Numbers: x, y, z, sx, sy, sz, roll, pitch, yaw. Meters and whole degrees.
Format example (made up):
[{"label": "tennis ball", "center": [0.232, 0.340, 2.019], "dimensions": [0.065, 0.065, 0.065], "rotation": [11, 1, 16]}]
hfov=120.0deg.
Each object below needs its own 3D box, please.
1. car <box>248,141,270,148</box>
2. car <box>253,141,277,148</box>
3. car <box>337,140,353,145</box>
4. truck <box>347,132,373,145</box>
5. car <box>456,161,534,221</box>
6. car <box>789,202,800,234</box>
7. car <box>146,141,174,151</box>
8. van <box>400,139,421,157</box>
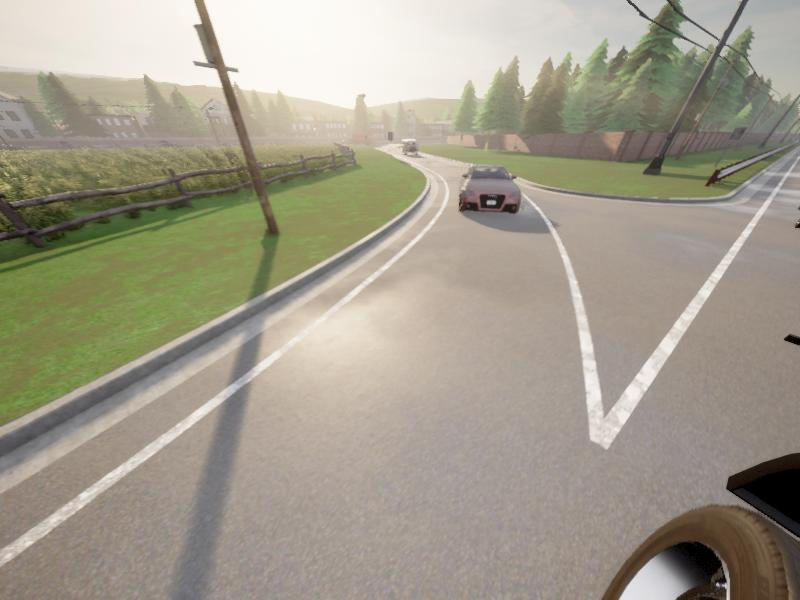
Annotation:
[{"label": "car", "center": [-41.339, -45.777, 67.857], "dimensions": [5.008, 1.535, 1.882], "rotation": [-22, 40, -27]}, {"label": "car", "center": [-38.539, -44.445, 65.938], "dimensions": [5.366, 1.575, 1.801], "rotation": [-22, 40, -27]}, {"label": "car", "center": [-19.796, -56.692, 83.219], "dimensions": [4.902, 1.511, 2.128], "rotation": [-22, 40, -27]}, {"label": "truck", "center": [-14.029, -57.498, 82.238], "dimensions": [8.468, 3.827, 2.891], "rotation": [-22, 40, -27]}, {"label": "car", "center": [3.318, -4.434, 8.978], "dimensions": [1.994, 1.385, 4.181], "rotation": [6, 36, 9]}, {"label": "car", "center": [13.705, -2.910, 6.503], "dimensions": [5.027, 1.651, 2.152], "rotation": [-22, 40, -28]}, {"label": "car", "center": [-55.132, -35.599, 53.261], "dimensions": [3.866, 1.878, 1.905], "rotation": [-22, 40, -27]}, {"label": "van", "center": [1.355, -21.527, 32.647], "dimensions": [2.069, 2.038, 4.480], "rotation": [-6, 36, -7]}]
